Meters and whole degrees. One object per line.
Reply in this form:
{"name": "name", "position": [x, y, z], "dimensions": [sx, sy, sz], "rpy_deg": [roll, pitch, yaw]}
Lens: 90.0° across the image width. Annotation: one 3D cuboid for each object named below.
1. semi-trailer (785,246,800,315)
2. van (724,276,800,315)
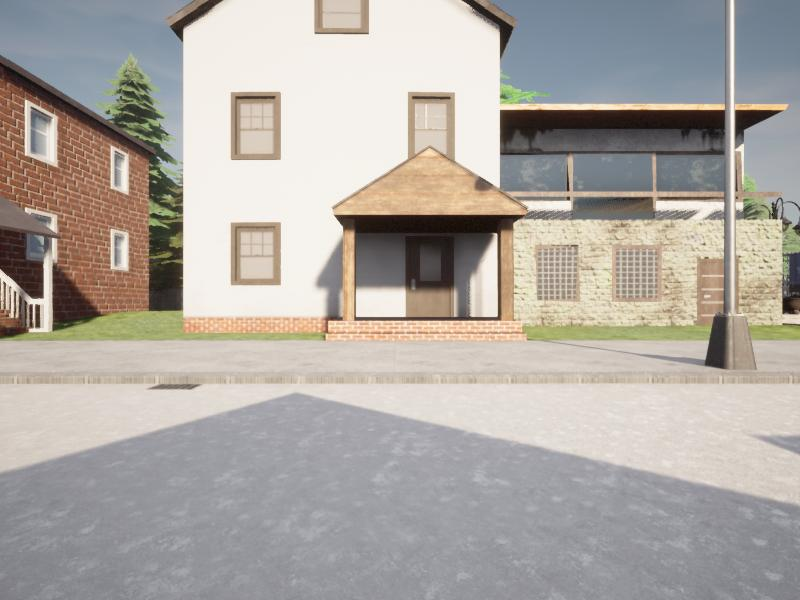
{"name": "semi-trailer", "position": [26.975, -1.217, 19.376], "dimensions": [2.717, 4.402, 14.254], "rpy_deg": [0, 0, -1]}
{"name": "van", "position": [27.166, -0.274, 29.345], "dimensions": [1.988, 2.561, 5.915], "rpy_deg": [1, 0, 0]}
